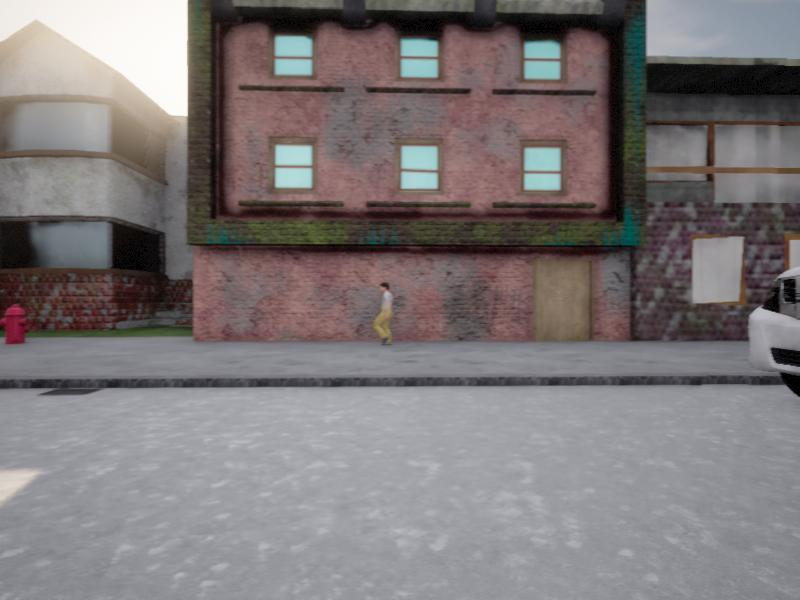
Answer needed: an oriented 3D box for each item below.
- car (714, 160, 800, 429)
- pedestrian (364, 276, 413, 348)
[{"bbox_3d":[5.836,-0.027,2.901,5.566,2.045,2.150,0,0,-3],"label":"car"},{"bbox_3d":[-0.201,0.215,7.668,0.751,1.300,0.751,0,0,14],"label":"pedestrian"}]
